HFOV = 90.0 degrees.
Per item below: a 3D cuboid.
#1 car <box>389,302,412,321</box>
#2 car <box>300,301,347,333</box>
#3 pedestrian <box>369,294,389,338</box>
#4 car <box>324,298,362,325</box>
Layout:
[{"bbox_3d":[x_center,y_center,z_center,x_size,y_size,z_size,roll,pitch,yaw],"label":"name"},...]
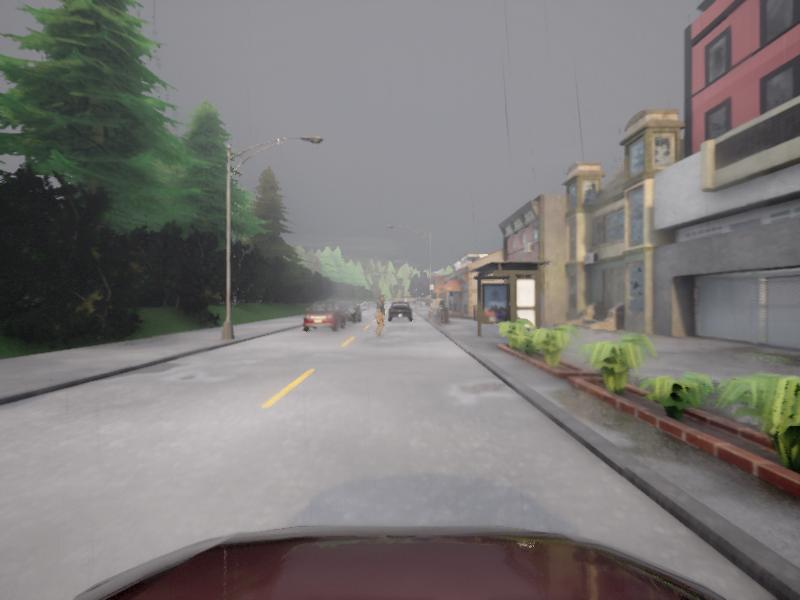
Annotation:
[{"bbox_3d":[0.030,0.894,33.495,1.837,1.490,4.892,0,0,0],"label":"car"},{"bbox_3d":[-3.982,0.849,21.309,1.789,1.549,3.705,0,0,0],"label":"car"},{"bbox_3d":[-0.873,0.662,17.119,0.751,1.860,0.751,0,0,6],"label":"pedestrian"},{"bbox_3d":[-3.975,0.736,28.562,2.097,1.767,4.553,0,0,0],"label":"car"}]
